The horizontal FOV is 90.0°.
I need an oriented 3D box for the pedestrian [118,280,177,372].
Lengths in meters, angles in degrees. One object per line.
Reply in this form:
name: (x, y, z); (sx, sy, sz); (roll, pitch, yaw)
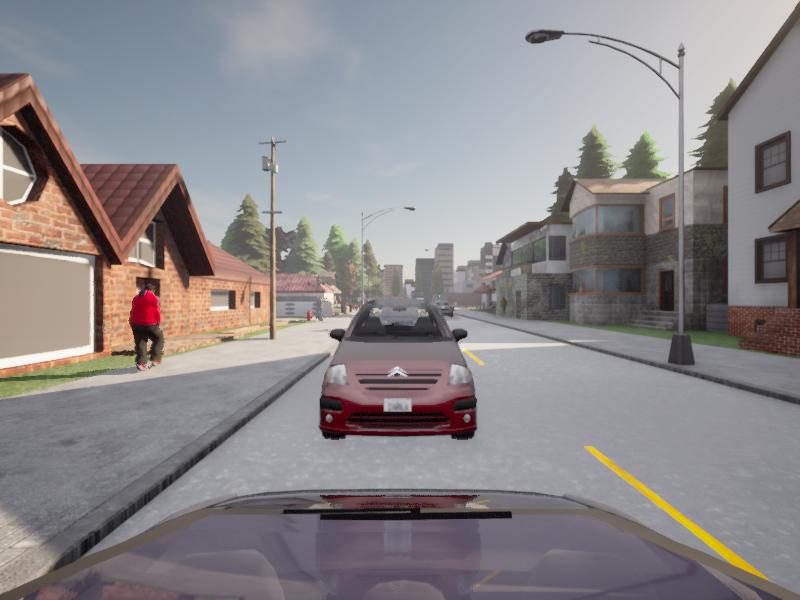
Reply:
pedestrian: (-5.322, 0.532, 8.476); (0.751, 1.860, 0.751); (0, 0, 4)

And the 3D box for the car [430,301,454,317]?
car: (4.021, 0.850, 38.952); (1.970, 1.475, 3.806); (0, 0, 0)

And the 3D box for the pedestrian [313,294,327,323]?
pedestrian: (-5.129, 0.531, 25.811); (0.751, 1.860, 0.751); (0, 0, 0)

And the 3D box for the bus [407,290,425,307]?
bus: (3.950, -0.327, 101.358); (3.944, 4.253, 10.273); (0, 0, 0)

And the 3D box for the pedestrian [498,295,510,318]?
pedestrian: (8.636, 0.530, 33.246); (0.751, 1.860, 0.751); (0, 0, 0)

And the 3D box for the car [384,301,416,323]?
car: (0.007, 0.848, 29.702); (2.163, 1.488, 4.792); (0, 0, 0)

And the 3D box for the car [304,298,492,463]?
car: (-0.016, 0.787, 5.924); (1.851, 1.617, 3.988); (0, 0, 0)

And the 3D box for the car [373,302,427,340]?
car: (-0.003, 0.850, 18.293); (2.163, 1.488, 4.792); (0, 0, 0)
